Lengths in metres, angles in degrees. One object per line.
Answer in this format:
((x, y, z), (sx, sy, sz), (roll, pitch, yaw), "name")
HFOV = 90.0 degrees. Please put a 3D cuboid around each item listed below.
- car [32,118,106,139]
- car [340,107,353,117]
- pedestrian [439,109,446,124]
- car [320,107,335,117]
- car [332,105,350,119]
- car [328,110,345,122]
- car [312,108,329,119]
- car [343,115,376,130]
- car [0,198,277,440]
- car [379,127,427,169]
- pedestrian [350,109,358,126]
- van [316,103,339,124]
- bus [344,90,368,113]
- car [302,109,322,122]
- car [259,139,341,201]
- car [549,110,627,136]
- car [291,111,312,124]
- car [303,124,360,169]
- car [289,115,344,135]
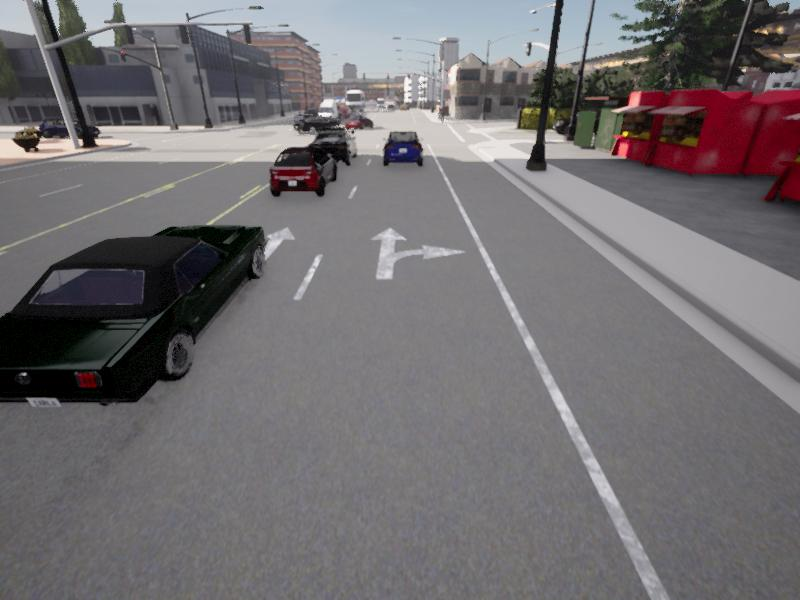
((-27.014, -14.037, 32.787), (4.193, 1.474, 1.816), (0, 26, 1), "car")
((-9.858, -34.984, 74.344), (1.812, 1.442, 4.674), (0, 28, 0), "car")
((5.659, -24.686, 53.755), (0.751, 1.860, 0.751), (-3, 26, -5), "pedestrian")
((-13.363, -34.882, 74.104), (1.837, 1.490, 4.892), (0, 28, 0), "car")
((-9.901, -32.061, 68.113), (2.150, 2.045, 5.566), (0, 27, 1), "car")
((-9.877, -28.734, 62.318), (1.812, 1.442, 4.674), (0, 27, 1), "car")
((-13.412, -31.706, 67.991), (1.882, 1.535, 5.008), (0, 27, 1), "car")
((-4.435, -19.803, 44.546), (1.994, 1.385, 4.181), (8, 28, 17), "car")
((-3.468, -0.270, 5.770), (1.895, 1.301, 4.718), (0, 27, 0), "car")
((0.163, -7.827, 20.387), (2.163, 1.488, 4.792), (0, 27, 0), "car")
((-5.687, -22.469, 49.317), (0.751, 1.860, 0.751), (-12, 29, -24), "pedestrian")
((-10.007, -25.998, 55.667), (1.988, 2.561, 5.915), (0, 27, 0), "van")
((-9.607, -44.067, 88.722), (3.944, 4.253, 10.273), (0, 27, 0), "bus")
((-13.457, -28.405, 61.471), (1.930, 1.638, 5.238), (0, 27, 1), "car")
((-3.394, -4.809, 14.457), (1.816, 1.474, 4.193), (0, 27, 0), "car")
((16.371, -15.571, 35.168), (5.566, 2.045, 2.150), (0, 26, 1), "car")
((-13.523, -25.203, 55.279), (1.816, 1.474, 4.193), (0, 26, 1), "car")
((-3.327, -7.995, 20.556), (1.930, 1.638, 5.238), (0, 27, 0), "car")
((-7.942, -16.915, 38.522), (1.882, 1.535, 5.008), (21, 33, 36), "car")
